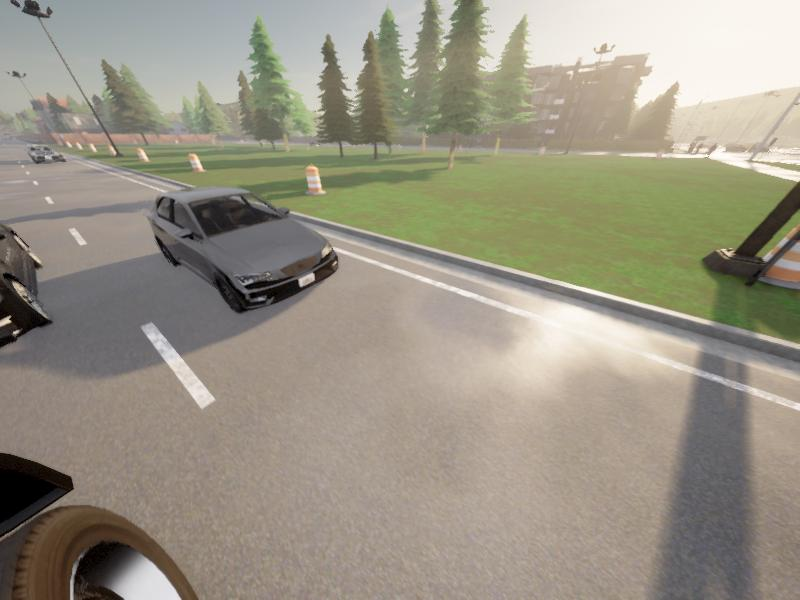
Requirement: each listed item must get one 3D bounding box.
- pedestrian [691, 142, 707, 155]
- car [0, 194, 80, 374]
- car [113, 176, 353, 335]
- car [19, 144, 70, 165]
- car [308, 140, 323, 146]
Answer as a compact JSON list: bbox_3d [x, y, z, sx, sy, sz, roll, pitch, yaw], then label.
[{"bbox_3d":[50.750,-25.753,39.194,0.751,1.860,0.751,25,42,31],"label":"pedestrian"},{"bbox_3d":[-6.839,-0.411,3.120,4.902,1.511,2.128,23,41,29],"label":"car"},{"bbox_3d":[-3.137,-1.253,4.376,4.193,1.474,1.816,22,41,28],"label":"car"},{"bbox_3d":[-34.046,-13.965,22.127,3.806,1.475,1.970,22,41,28],"label":"car"},{"bbox_3d":[-26.555,-49.359,72.512,4.718,1.301,1.895,22,41,28],"label":"car"}]
